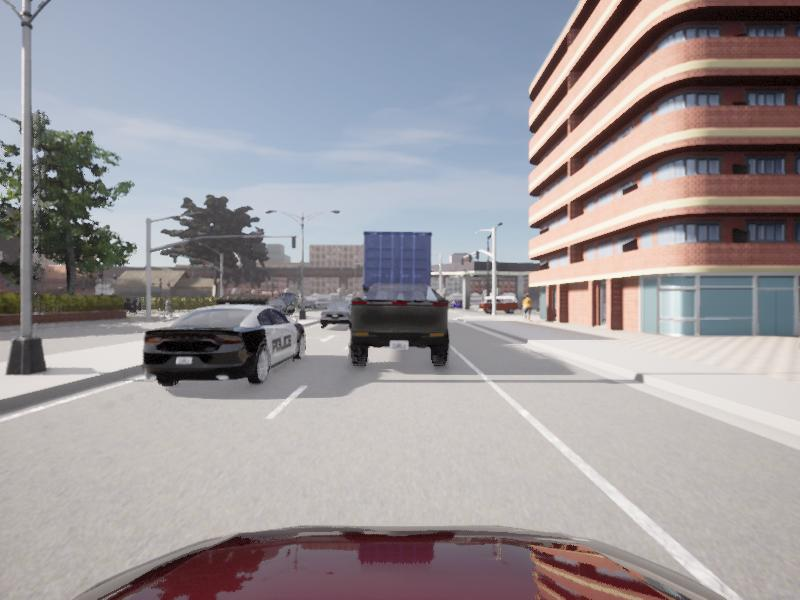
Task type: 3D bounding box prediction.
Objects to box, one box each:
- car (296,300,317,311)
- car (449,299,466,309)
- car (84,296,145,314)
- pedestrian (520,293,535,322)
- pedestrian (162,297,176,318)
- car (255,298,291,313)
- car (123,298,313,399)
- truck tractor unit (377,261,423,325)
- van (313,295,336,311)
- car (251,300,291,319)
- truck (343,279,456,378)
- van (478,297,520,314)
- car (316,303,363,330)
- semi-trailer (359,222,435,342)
[{"bbox_3d":[-15.060,0.846,64.601,2.152,1.651,5.027,0,0,0],"label":"car"},{"bbox_3d":[9.645,0.707,67.211,2.242,1.667,4.611,0,0,0],"label":"car"},{"bbox_3d":[-33.458,0.616,46.959,5.566,2.045,2.150,0,0,0],"label":"car"},{"bbox_3d":[8.377,0.490,26.298,0.751,1.860,0.751,0,0,0],"label":"pedestrian"},{"bbox_3d":[-20.337,0.673,35.236,0.751,1.860,0.751,0,0,18],"label":"pedestrian"},{"bbox_3d":[-16.310,0.709,51.647,1.932,1.855,4.605,2,0,22],"label":"car"},{"bbox_3d":[-3.512,0.780,9.083,1.930,1.638,5.238,0,0,0],"label":"car"},{"bbox_3d":[-0.027,-0.491,29.759,3.053,4.208,6.516,0,0,-1],"label":"truck tractor unit"},{"bbox_3d":[-11.561,0.441,61.707,2.351,2.431,6.366,0,0,0],"label":"van"},{"bbox_3d":[-11.534,0.814,36.009,2.033,1.649,4.856,0,0,0],"label":"car"},{"bbox_3d":[0.011,0.561,11.741,2.390,2.098,6.274,1,1,0],"label":"truck"},{"bbox_3d":[11.570,0.620,47.014,4.480,2.038,2.069,0,0,-2],"label":"van"},{"bbox_3d":[-3.528,0.920,24.212,2.033,1.411,5.357,0,0,0],"label":"car"},{"bbox_3d":[-0.046,-0.624,21.853,2.717,4.402,14.254,1,0,1],"label":"semi-trailer"}]
